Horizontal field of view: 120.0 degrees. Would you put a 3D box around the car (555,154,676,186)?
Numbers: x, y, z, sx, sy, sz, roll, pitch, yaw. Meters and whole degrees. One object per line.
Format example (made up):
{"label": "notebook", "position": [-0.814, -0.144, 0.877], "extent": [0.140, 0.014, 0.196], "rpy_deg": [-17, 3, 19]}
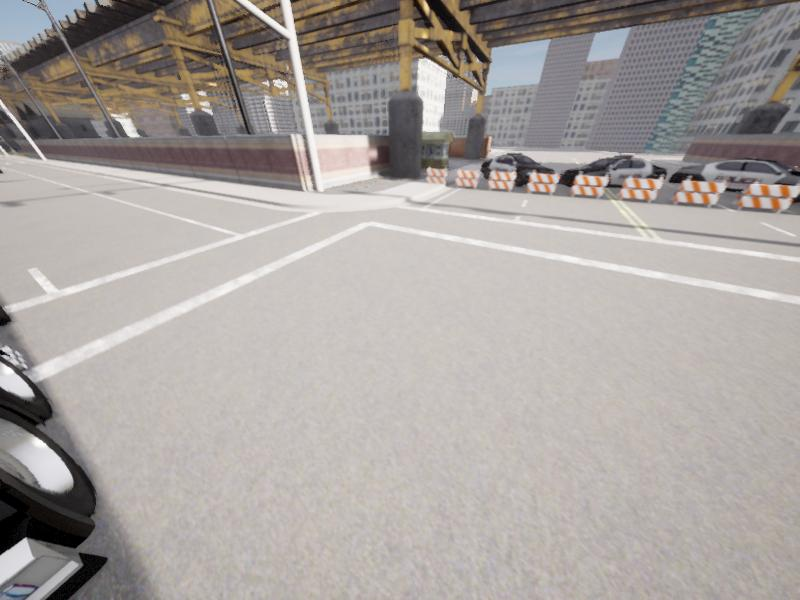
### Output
{"label": "car", "position": [11.131, -6.898, 12.169], "extent": [4.536, 1.218, 1.853], "rpy_deg": [-4, 35, -5]}

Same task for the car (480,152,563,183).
{"label": "car", "position": [7.068, -8.213, 14.101], "extent": [1.853, 1.218, 4.536], "rpy_deg": [-10, 36, -13]}

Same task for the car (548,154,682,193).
{"label": "car", "position": [11.081, -6.765, 12.254], "extent": [4.974, 1.542, 2.038], "rpy_deg": [-4, 35, -5]}

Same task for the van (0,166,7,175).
{"label": "van", "position": [-37.479, -12.418, 20.032], "extent": [5.915, 2.561, 1.988], "rpy_deg": [18, 39, 24]}

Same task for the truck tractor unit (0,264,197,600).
{"label": "truck tractor unit", "position": [-5.112, -0.297, 0.789], "extent": [6.516, 4.208, 3.053], "rpy_deg": [18, 39, 24]}

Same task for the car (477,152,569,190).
{"label": "car", "position": [7.084, -8.055, 14.150], "extent": [2.038, 1.542, 4.974], "rpy_deg": [-10, 36, -13]}

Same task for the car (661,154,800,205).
{"label": "car", "position": [16.124, -5.648, 10.597], "extent": [2.038, 1.542, 4.974], "rpy_deg": [-19, 39, -25]}

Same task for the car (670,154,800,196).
{"label": "car", "position": [16.096, -5.802, 10.543], "extent": [1.853, 1.218, 4.536], "rpy_deg": [-19, 39, -25]}
